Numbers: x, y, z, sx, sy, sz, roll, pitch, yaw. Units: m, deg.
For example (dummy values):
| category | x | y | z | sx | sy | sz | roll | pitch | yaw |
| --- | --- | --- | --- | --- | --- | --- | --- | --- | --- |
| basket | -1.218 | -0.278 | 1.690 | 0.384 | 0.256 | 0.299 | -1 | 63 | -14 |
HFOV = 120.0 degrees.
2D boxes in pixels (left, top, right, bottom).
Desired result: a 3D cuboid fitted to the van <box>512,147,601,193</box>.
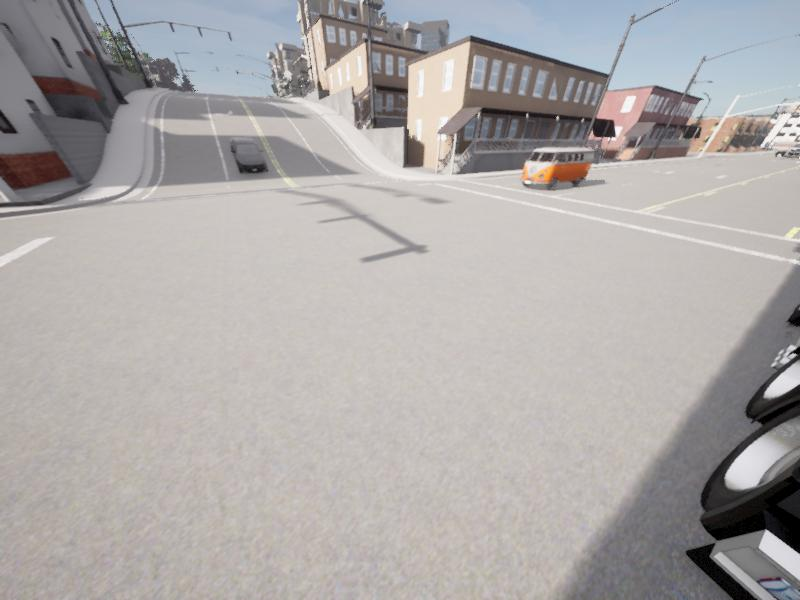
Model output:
| category | x | y | z | sx | sy | sz | roll | pitch | yaw |
| --- | --- | --- | --- | --- | --- | --- | --- | --- | --- |
| van | 8.923 | -7.543 | 13.231 | 4.442 | 1.987 | 1.775 | -18 | 39 | -24 |

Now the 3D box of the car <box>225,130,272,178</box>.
| category | x | y | z | sx | sy | sz | roll | pitch | yaw |
| --- | --- | --- | --- | --- | --- | --- | --- | --- | --- |
| car | -11.301 | -10.951 | 17.179 | 1.882 | 1.535 | 5.008 | -19 | 55 | -25 |

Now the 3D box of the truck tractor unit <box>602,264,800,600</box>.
| category | x | y | z | sx | sy | sz | roll | pitch | yaw |
| --- | --- | --- | --- | --- | --- | --- | --- | --- | --- |
| truck tractor unit | 5.114 | -0.295 | 0.786 | 6.516 | 4.208 | 3.053 | -18 | 39 | -24 |
